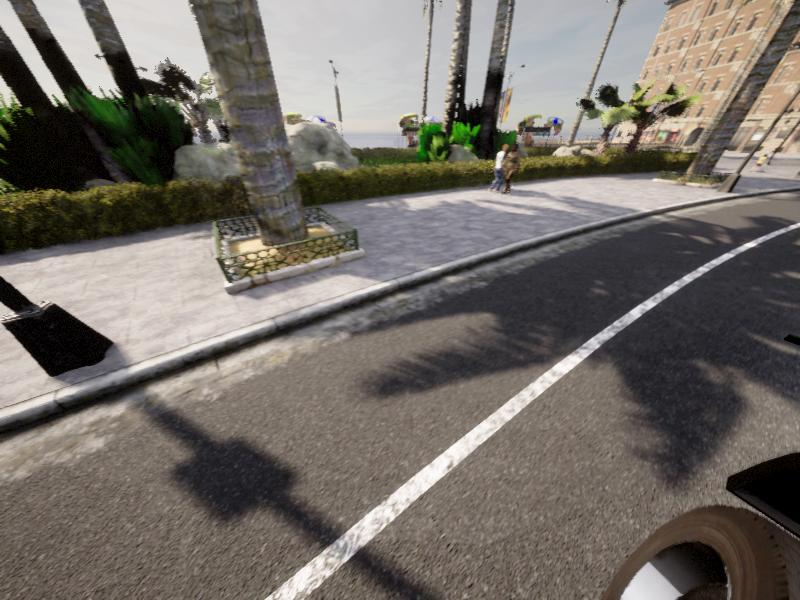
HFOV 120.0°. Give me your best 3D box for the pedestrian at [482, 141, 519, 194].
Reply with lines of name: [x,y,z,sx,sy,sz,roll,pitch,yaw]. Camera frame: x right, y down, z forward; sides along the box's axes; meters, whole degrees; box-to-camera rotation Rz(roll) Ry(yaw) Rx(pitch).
pedestrian: [4.233,-5.656,9.871,0.751,1.860,0.751,-19,40,-25]

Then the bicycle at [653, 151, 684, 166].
bicycle: [22.091,-11.647,19.009,1.643,1.024,0.373,-3,36,-5]

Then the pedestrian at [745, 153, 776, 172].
pedestrian: [24.072,-9.189,15.437,0.500,1.100,0.500,-5,36,-7]

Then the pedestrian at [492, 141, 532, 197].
pedestrian: [4.462,-5.250,9.302,0.751,1.860,0.751,-28,44,-33]
